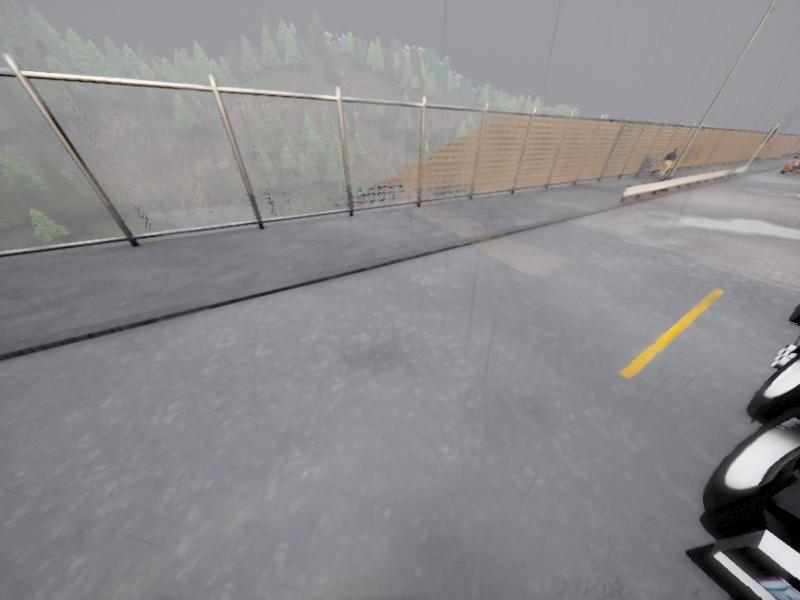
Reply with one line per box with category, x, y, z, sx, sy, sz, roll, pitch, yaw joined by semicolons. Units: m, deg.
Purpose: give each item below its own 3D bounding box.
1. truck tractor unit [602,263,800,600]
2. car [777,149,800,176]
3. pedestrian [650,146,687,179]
truck tractor unit;5.113;-0.298;0.785;6.516;4.208;3.053;-18;39;-24
car;34.304;-11.437;19.159;4.553;1.767;2.097;-18;39;-24
pedestrian;18.128;-9.277;15.635;0.751;1.860;0.751;-17;39;-24
